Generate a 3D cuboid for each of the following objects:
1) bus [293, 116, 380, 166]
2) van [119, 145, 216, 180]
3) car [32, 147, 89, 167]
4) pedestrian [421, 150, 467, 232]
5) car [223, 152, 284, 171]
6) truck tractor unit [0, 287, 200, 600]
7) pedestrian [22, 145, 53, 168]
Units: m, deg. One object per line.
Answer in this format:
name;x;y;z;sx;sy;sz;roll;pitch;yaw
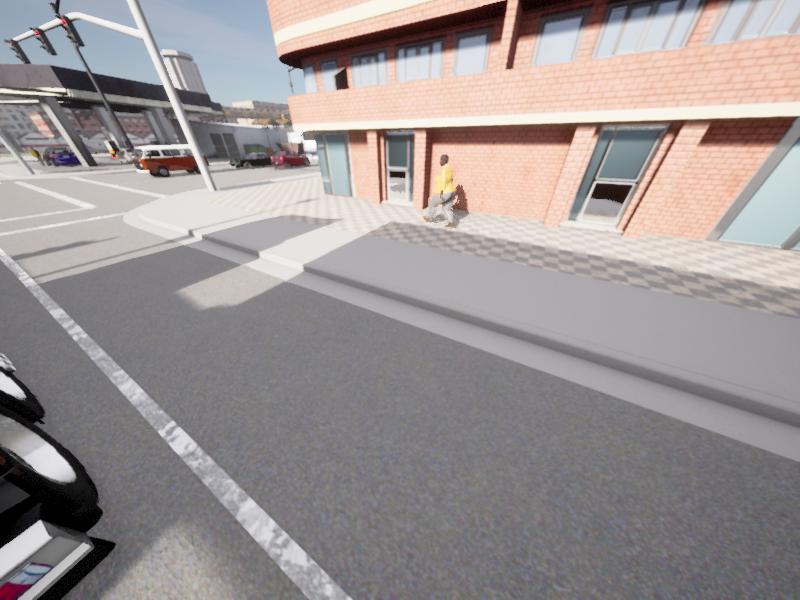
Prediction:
bus;-6.993;-19.317;28.203;3.944;4.253;10.273;17;38;23
van;-17.839;-10.891;18.067;2.069;2.038;4.480;16;38;22
car;-36.428;-15.404;24.827;4.611;1.667;2.242;18;39;24
pedestrian;1.155;-2.956;6.296;0.751;1.860;0.751;25;42;32
car;-14.540;-14.065;23.275;1.895;1.301;4.718;17;38;23
truck tractor unit;-5.146;-0.266;0.727;6.516;4.208;3.053;17;38;22
pedestrian;-35.144;-13.923;22.414;0.751;1.860;0.751;21;40;28
